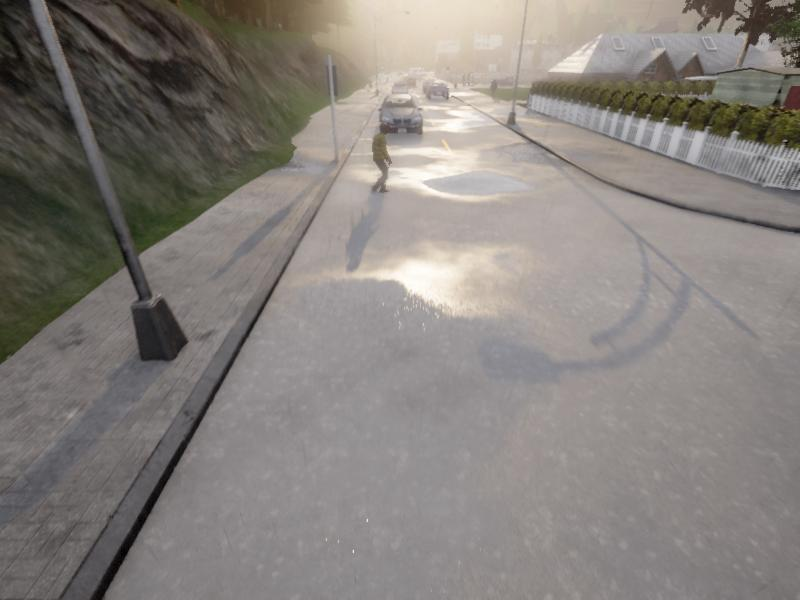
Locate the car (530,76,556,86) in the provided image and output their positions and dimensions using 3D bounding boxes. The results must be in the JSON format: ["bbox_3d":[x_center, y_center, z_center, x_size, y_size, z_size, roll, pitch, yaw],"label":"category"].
[{"bbox_3d":[24.568,-37.711,68.895,3.633,1.501,1.845,0,30,0],"label":"car"}]

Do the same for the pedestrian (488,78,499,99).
[{"bbox_3d":[9.392,-21.267,40.224,0.751,1.860,0.751,0,30,0],"label":"pedestrian"}]

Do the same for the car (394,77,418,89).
[{"bbox_3d":[0.960,-34.262,63.004,2.007,1.525,4.514,14,33,22],"label":"car"}]

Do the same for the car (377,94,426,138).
[{"bbox_3d":[-0.022,-9.797,21.073,2.242,1.667,4.611,-2,30,-3],"label":"car"}]

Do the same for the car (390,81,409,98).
[{"bbox_3d":[-0.002,-23.607,44.805,2.007,1.525,4.514,0,30,0],"label":"car"}]

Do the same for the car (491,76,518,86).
[{"bbox_3d":[17.959,-37.685,68.904,4.193,1.474,1.816,0,30,0],"label":"car"}]

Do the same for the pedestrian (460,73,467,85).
[{"bbox_3d":[11.298,-39.166,70.763,0.751,1.860,0.751,-18,35,-27],"label":"pedestrian"}]

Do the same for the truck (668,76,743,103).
[{"bbox_3d":[26.972,-18.687,35.515,4.478,2.038,2.069,0,30,0],"label":"truck"}]

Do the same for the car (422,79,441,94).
[{"bbox_3d":[3.986,-27.737,51.857,2.038,1.542,4.974,0,30,0],"label":"car"}]

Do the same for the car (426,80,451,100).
[{"bbox_3d":[3.988,-22.361,42.582,2.152,1.651,5.027,0,30,0],"label":"car"}]

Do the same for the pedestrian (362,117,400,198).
[{"bbox_3d":[-0.482,-3.724,10.463,0.751,1.860,0.751,-11,32,-18],"label":"pedestrian"}]
